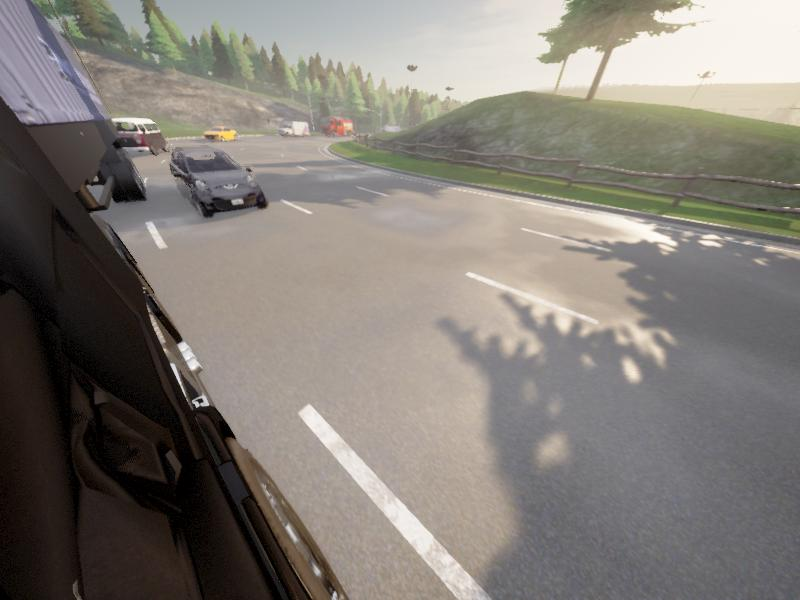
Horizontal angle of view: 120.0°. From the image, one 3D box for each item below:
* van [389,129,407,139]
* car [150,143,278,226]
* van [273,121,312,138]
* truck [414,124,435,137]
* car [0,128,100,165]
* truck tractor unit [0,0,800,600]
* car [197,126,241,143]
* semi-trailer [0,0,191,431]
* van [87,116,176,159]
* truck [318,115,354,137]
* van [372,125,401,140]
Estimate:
[{"bbox_3d":[-0.530,-44.452,61.809,4.442,1.987,1.775,-3,37,-8],"label":"van"},{"bbox_3d":[-5.608,-3.664,6.950,3.633,1.501,1.845,31,46,33],"label":"car"},{"bbox_3d":[-20.408,-32.706,44.318,2.351,2.431,6.366,18,39,20],"label":"van"},{"bbox_3d":[9.262,-63.694,86.814,2.891,3.827,8.468,28,43,29],"label":"truck"},{"bbox_3d":[-19.394,-8.542,12.746,1.994,1.385,4.181,-15,40,-23],"label":"car"},{"bbox_3d":[-2.645,-0.295,0.351,6.516,4.208,3.053,28,44,30],"label":"truck tractor unit"},{"bbox_3d":[-22.029,-20.410,28.406,1.882,1.535,5.008,-1,37,-5],"label":"car"},{"bbox_3d":[-8.157,-3.923,4.698,2.717,4.402,14.254,-28,46,-34],"label":"semi-trailer"},{"bbox_3d":[-17.640,-10.985,15.588,2.069,2.038,4.480,-14,40,-21],"label":"van"},{"bbox_3d":[-14.855,-40.948,54.607,2.891,3.827,8.468,20,40,22],"label":"truck"},{"bbox_3d":[-3.163,-39.456,54.546,6.366,2.431,2.351,-21,35,-28],"label":"van"}]
